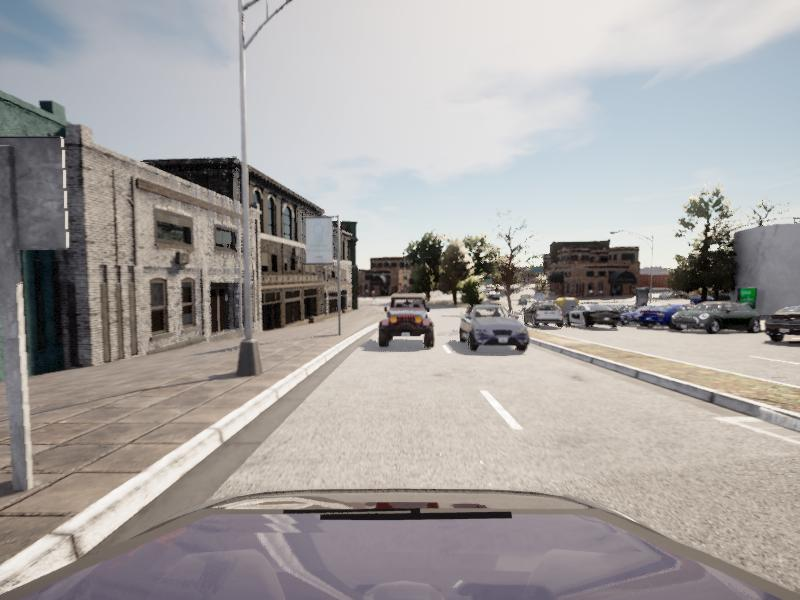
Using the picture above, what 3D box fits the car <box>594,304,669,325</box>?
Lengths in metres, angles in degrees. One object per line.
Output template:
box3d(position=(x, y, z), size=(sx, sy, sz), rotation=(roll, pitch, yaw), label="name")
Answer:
box3d(position=(17.824, 1.081, 30.855), size=(4.892, 1.521, 2.231), rotation=(1, -1, -15), label="car")

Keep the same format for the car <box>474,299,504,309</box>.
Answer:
box3d(position=(16.886, 0.797, 76.002), size=(5.238, 1.638, 1.930), rotation=(-1, 4, -17), label="car")

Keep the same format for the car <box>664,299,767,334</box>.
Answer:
box3d(position=(17.324, 0.872, 22.018), size=(4.553, 1.767, 2.185), rotation=(1, 0, -17), label="car")

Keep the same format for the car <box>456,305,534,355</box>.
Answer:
box3d(position=(3.123, 0.909, 13.986), size=(1.816, 1.474, 4.193), rotation=(0, 0, 1), label="car")

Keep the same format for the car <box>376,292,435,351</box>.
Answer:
box3d(position=(0.272, 0.700, 14.825), size=(1.905, 1.878, 3.866), rotation=(0, -1, 3), label="car")

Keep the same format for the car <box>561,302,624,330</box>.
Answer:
box3d(position=(12.534, 0.966, 26.497), size=(1.930, 1.638, 5.238), rotation=(0, -1, 3), label="car")

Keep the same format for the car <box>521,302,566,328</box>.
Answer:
box3d(position=(9.565, 0.974, 27.037), size=(1.851, 1.617, 3.988), rotation=(0, 0, 4), label="car")

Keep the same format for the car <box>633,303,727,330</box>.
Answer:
box3d(position=(17.438, 1.023, 24.959), size=(5.008, 1.535, 2.097), rotation=(1, -1, -16), label="car")

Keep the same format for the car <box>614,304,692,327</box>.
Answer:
box3d(position=(17.626, 1.092, 27.903), size=(4.674, 1.452, 2.002), rotation=(1, 0, -16), label="car")

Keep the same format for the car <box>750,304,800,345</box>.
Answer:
box3d(position=(17.061, 0.948, 16.111), size=(4.892, 1.521, 2.231), rotation=(1, -1, -18), label="car")

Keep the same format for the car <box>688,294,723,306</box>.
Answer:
box3d(position=(49.896, -0.070, 65.393), size=(2.097, 1.535, 5.008), rotation=(-4, 2, 5), label="car")

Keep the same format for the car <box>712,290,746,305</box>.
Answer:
box3d(position=(52.589, -0.460, 64.014), size=(1.878, 1.987, 4.442), rotation=(-4, 2, 5), label="car")
